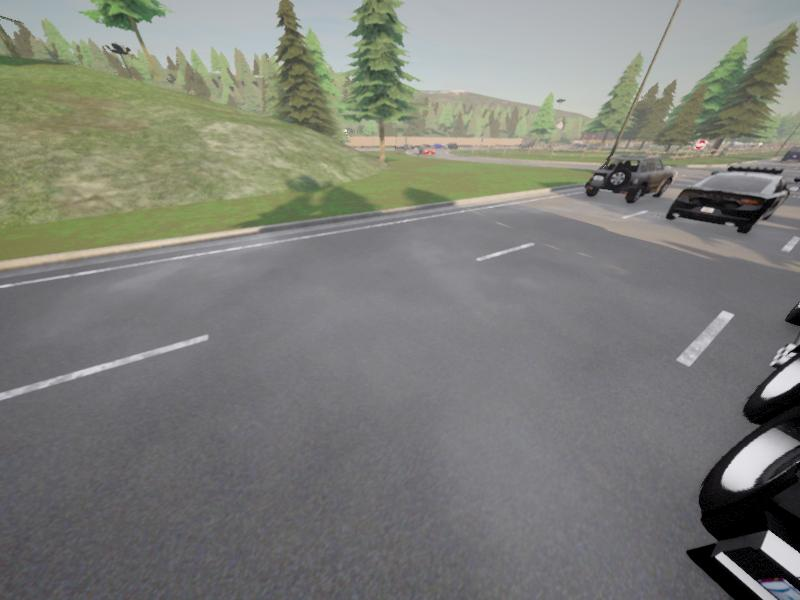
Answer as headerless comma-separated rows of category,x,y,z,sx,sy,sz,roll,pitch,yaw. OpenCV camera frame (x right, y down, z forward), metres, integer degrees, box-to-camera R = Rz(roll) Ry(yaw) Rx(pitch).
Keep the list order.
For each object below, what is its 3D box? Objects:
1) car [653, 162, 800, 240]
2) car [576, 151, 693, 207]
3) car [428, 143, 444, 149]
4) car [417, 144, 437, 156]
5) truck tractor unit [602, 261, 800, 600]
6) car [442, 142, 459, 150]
car,11.452,-3.588,7.871,5.238,1.638,1.930,-18,39,-24
car,11.031,-5.852,10.922,4.605,1.855,1.932,-18,39,-24
car,11.141,-48.109,72.205,4.514,1.525,2.007,-18,39,-25
car,4.737,-26.413,40.677,2.242,1.667,4.611,-6,35,-8
truck tractor unit,5.115,-0.297,0.784,6.516,4.208,3.053,-18,40,-24
car,14.712,-44.834,67.149,4.605,1.855,1.932,-18,39,-25
